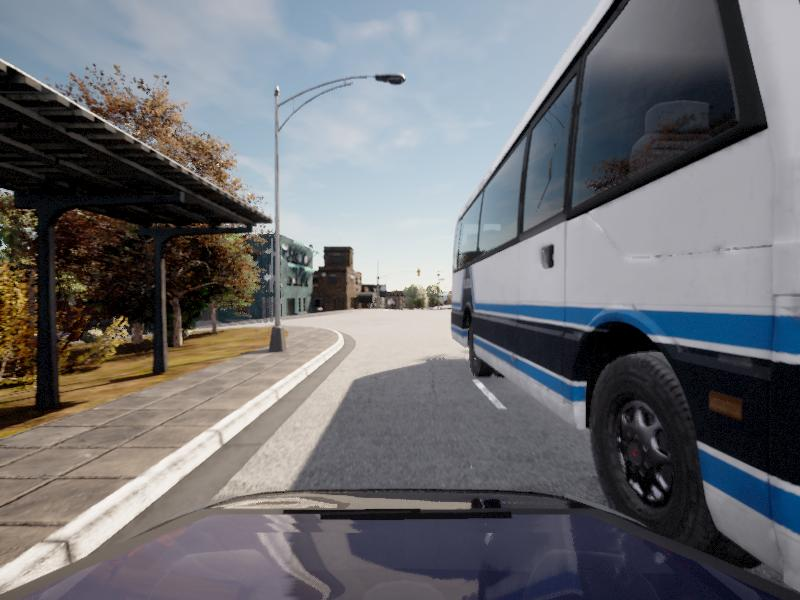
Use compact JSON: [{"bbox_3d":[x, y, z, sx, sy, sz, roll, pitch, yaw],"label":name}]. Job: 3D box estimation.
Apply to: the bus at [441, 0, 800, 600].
[{"bbox_3d":[3.118,-0.530,5.991,3.944,4.253,10.273,0,0,0],"label":"bus"}]
